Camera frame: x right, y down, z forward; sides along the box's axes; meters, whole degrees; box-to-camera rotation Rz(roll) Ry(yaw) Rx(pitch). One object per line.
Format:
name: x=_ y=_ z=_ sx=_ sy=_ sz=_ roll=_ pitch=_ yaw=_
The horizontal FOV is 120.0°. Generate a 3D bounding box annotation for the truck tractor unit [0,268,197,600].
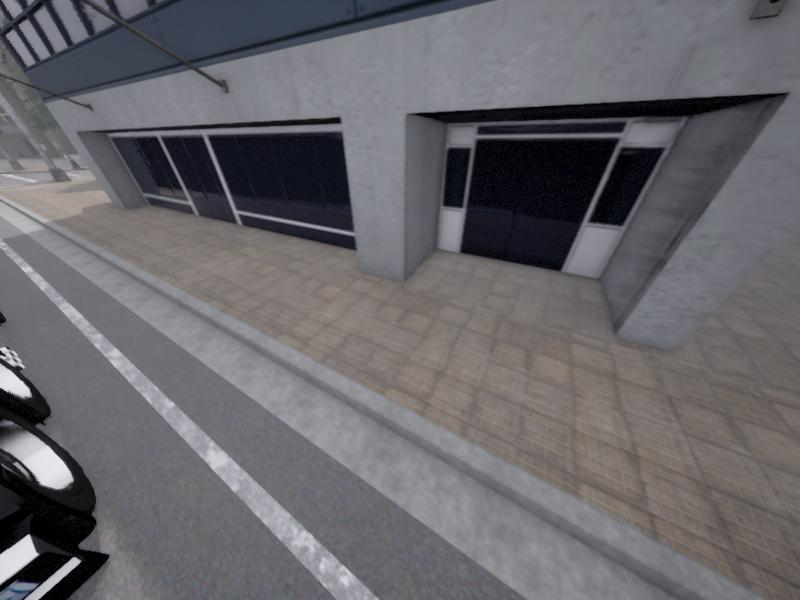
truck tractor unit: x=-5.117 y=-0.295 z=0.773 sx=6.516 sy=4.208 sz=3.053 roll=18 pitch=39 yaw=24
